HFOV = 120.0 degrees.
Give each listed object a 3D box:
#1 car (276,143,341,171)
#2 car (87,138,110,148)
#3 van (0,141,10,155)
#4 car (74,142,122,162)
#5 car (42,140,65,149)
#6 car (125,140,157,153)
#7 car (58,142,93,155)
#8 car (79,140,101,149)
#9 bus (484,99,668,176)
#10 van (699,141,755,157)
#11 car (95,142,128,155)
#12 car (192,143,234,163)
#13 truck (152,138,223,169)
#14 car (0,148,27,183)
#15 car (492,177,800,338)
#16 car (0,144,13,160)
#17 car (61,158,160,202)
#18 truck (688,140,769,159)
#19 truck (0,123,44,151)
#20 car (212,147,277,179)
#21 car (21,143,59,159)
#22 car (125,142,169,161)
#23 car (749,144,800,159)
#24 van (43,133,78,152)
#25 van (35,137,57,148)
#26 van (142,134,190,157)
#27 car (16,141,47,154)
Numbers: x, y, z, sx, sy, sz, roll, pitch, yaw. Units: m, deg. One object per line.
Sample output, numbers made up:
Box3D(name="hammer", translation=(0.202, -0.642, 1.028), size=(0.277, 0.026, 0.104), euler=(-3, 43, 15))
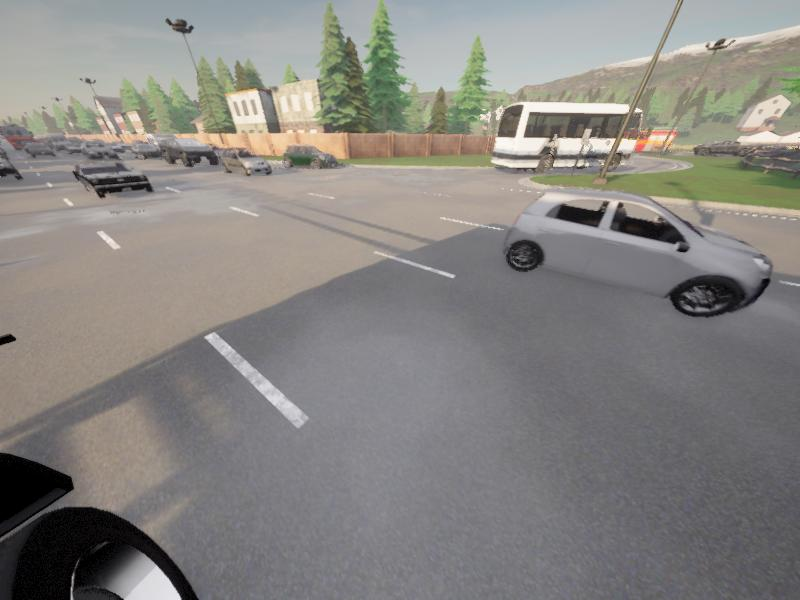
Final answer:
Box3D(name="car", translation=(-7.678, -12.168, 19.568), size=(4.553, 1.767, 2.097), euler=(13, 37, 18))
Box3D(name="car", translation=(-69.165, -36.087, 53.046), size=(4.553, 1.767, 2.097), euler=(22, 41, 28))
Box3D(name="van", translation=(-59.291, -22.453, 33.206), size=(6.366, 2.431, 2.351), euler=(22, 41, 28))
Box3D(name="car", translation=(-33.614, -16.567, 25.715), size=(4.611, 1.667, 2.242), euler=(22, 41, 28))
Box3D(name="car", translation=(-68.977, -30.990, 46.003), size=(3.633, 1.501, 1.845), euler=(22, 41, 28))
Box3D(name="car", translation=(-42.323, -25.047, 37.712), size=(5.238, 1.638, 1.930), euler=(22, 41, 28))
Box3D(name="car", translation=(-47.103, -21.976, 33.517), size=(5.357, 1.411, 2.033), euler=(22, 41, 28))
Box3D(name="car", translation=(-66.205, -33.212, 49.319), size=(3.806, 1.475, 1.970), euler=(22, 41, 28))
Box3D(name="bus", translation=(12.653, -12.297, 17.774), size=(10.273, 4.253, 3.944), euler=(-5, 36, -7))
Box3D(name="van", translation=(51.022, -23.696, 36.222), size=(4.442, 1.987, 1.775), euler=(22, 41, 28))
Box3D(name="car", translation=(-44.130, -23.225, 35.313), size=(5.357, 1.411, 2.033), euler=(22, 41, 28))
Box3D(name="car", translation=(-20.302, -16.025, 25.106), size=(3.988, 1.617, 1.851), euler=(22, 41, 28))
Box3D(name="truck", translation=(-19.135, -13.285, 20.800), size=(6.274, 2.098, 2.390), euler=(22, 41, 28))
Box3D(name="car", translation=(-25.098, -8.135, 13.855), size=(5.027, 1.651, 2.152), euler=(22, 41, 28))
Box3D(name="car", translation=(3.970, -1.137, 4.225), size=(3.633, 1.501, 1.845), euler=(22, 41, 28))
Box3D(name="car", translation=(-46.011, -16.630, 25.874), size=(4.792, 1.488, 2.163), euler=(22, 41, 28))
Box3D(name="car", translation=(-13.694, -5.800, 10.913), size=(4.718, 1.301, 1.895), euler=(22, 41, 28))
Box3D(name="truck", translation=(48.249, -22.414, 34.283), size=(6.274, 2.098, 2.390), euler=(22, 41, 28))
Box3D(name="truck", translation=(-69.143, -29.517, 41.945), size=(8.468, 3.827, 2.891), euler=(22, 41, 28))
Box3D(name="car", translation=(-10.915, -9.719, 16.228), size=(3.988, 1.617, 1.851), euler=(22, 41, 28))
Box3D(name="car", translation=(-44.441, -18.457, 28.471), size=(4.892, 1.490, 1.837), euler=(22, 41, 28))
Box3D(name="car", translation=(-29.357, -17.279, 26.786), size=(5.238, 1.638, 1.930), euler=(22, 41, 28))
Box3D(name="car", translation=(58.462, -22.921, 35.570), size=(4.611, 1.667, 2.242), euler=(22, 41, 28))
Box3D(name="van", translation=(-57.461, -26.693, 39.112), size=(5.915, 2.561, 1.988), euler=(22, 41, 28))
Box3D(name="van", translation=(-80.335, -35.809, 52.390), size=(4.442, 1.987, 1.775), euler=(22, 41, 28))
Box3D(name="van", translation=(-31.882, -21.097, 31.504), size=(6.366, 2.431, 2.351), euler=(22, 41, 28))
Box3D(name="car", translation=(-55.984, -23.210, 35.061), size=(3.633, 1.501, 1.845), euler=(22, 41, 28))
